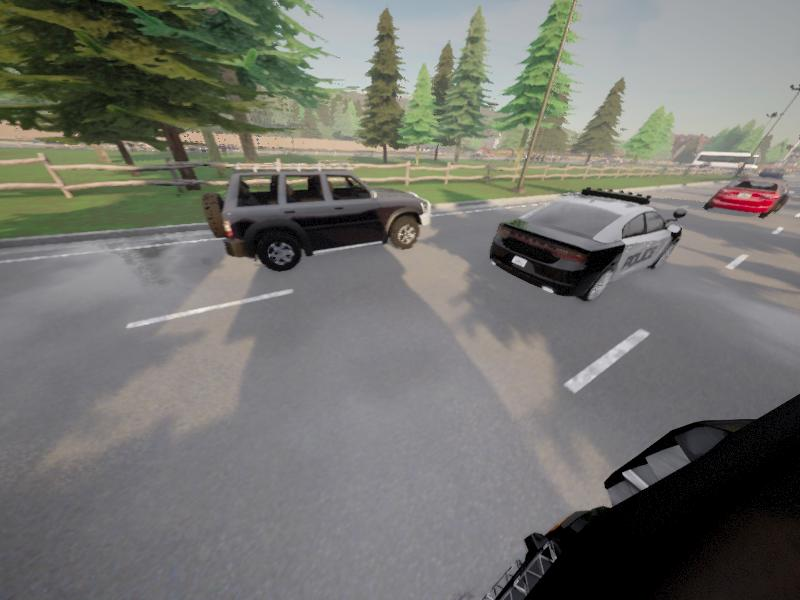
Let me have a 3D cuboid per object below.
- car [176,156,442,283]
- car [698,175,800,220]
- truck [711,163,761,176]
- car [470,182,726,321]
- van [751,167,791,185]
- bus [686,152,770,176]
[{"bbox_3d":[-1.583,-2.131,5.350,4.605,1.855,1.932,-16,38,-26],"label":"car"},{"bbox_3d":[18.858,-5.616,12.347,4.611,1.667,2.242,-16,38,-26],"label":"car"},{"bbox_3d":[80.534,-31.424,55.564,2.390,2.098,6.274,-16,38,-26],"label":"truck"},{"bbox_3d":[4.312,-1.475,5.022,5.238,1.638,1.930,-16,38,-26],"label":"car"},{"bbox_3d":[51.647,-17.283,32.148,4.442,1.987,1.775,-16,38,-26],"label":"van"},{"bbox_3d":[76.869,-32.286,54.632,3.944,4.253,10.273,-16,38,-26],"label":"bus"}]
